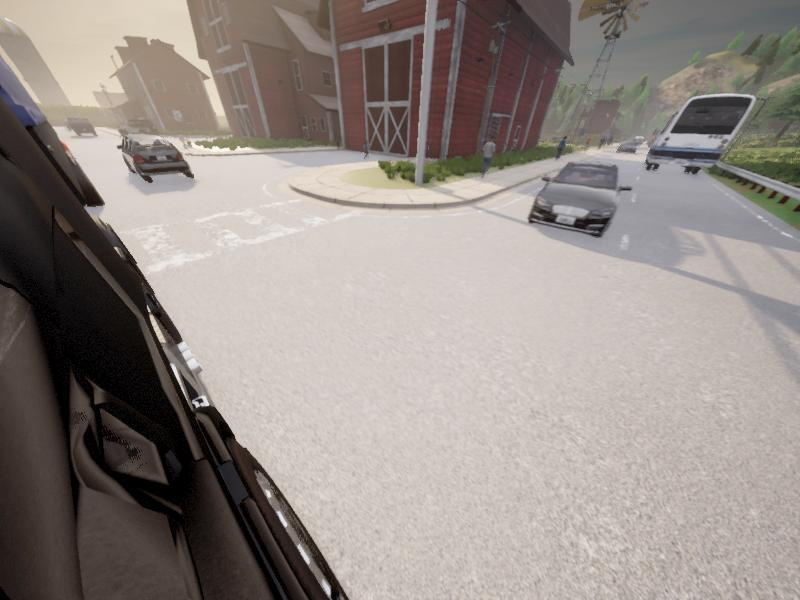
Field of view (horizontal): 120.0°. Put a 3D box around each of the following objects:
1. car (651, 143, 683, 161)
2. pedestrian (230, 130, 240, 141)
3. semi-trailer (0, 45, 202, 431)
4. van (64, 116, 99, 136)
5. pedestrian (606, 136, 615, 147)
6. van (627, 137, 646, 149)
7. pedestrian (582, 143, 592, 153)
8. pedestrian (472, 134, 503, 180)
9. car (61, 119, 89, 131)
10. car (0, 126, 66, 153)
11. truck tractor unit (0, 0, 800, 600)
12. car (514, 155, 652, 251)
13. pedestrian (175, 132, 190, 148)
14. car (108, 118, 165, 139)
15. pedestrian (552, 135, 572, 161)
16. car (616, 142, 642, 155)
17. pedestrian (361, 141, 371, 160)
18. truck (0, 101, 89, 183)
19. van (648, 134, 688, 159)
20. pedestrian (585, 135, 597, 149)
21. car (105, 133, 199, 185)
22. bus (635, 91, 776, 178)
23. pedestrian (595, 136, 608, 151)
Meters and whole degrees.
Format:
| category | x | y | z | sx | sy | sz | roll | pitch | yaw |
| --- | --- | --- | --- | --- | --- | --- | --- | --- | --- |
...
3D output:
| category | x | y | z | sx | sy | sz | roll | pitch | yaw |
| --- | --- | --- | --- | --- | --- | --- | --- | --- | --- |
| car | 31.199 | -17.370 | 27.101 | 1.845 | 1.501 | 3.633 | 29 | 44 | 31 |
| pedestrian | -20.425 | -20.409 | 28.639 | 0.500 | 1.100 | 0.500 | 26 | 43 | 29 |
| semi-trailer | -8.705 | -3.580 | 4.250 | 14.254 | 4.402 | 2.717 | 28 | 44 | 30 |
| van | -41.836 | -22.818 | 30.344 | 4.442 | 1.987 | 1.775 | 28 | 44 | 30 |
| pedestrian | 43.483 | -32.783 | 47.731 | 0.751 | 1.860 | 0.751 | 22 | 41 | 25 |
| van | 49.795 | -33.094 | 48.609 | 2.069 | 2.038 | 4.480 | 29 | 44 | 31 |
| pedestrian | 24.327 | -19.793 | 30.063 | 0.500 | 1.100 | 0.500 | 32 | 46 | 33 |
| pedestrian | 4.314 | -7.062 | 11.429 | 0.751 | 1.860 | 0.751 | -29 | 47 | -35 |
| car | -55.978 | -30.077 | 39.766 | 4.792 | 1.488 | 2.163 | 28 | 44 | 30 |
| car | -26.463 | -11.709 | 16.775 | 4.181 | 1.385 | 1.994 | 28 | 44 | 30 |
| truck tractor unit | -2.645 | -0.295 | 0.351 | 6.516 | 4.208 | 3.053 | 28 | 44 | 30 |
| car | 5.487 | -3.293 | 7.031 | 2.128 | 1.511 | 4.902 | 25 | 42 | 28 |
| pedestrian | -18.291 | -13.461 | 19.450 | 0.500 | 1.100 | 0.500 | -15 | 40 | -22 |
| car | -31.957 | -20.953 | 28.155 | 3.866 | 1.878 | 1.905 | -1 | 43 | -2 |
| pedestrian | 14.197 | -13.315 | 20.272 | 0.751 | 1.860 | 0.751 | 28 | 44 | 31 |
| car | 33.674 | -22.435 | 34.128 | 1.994 | 1.385 | 4.181 | 23 | 41 | 25 |
| pedestrian | -2.509 | -11.025 | 17.031 | 0.500 | 1.100 | 0.500 | 28 | 44 | 31 |
| truck | -16.513 | -6.908 | 9.933 | 5.204 | 2.467 | 2.627 | 28 | 44 | 30 |
| van | 35.347 | -20.474 | 30.704 | 2.351 | 2.431 | 6.366 | 29 | 44 | 31 |
| pedestrian | 32.629 | -26.997 | 39.464 | 0.751 | 1.860 | 0.751 | 20 | 41 | 23 |
| car | -10.939 | -6.354 | 10.207 | 3.705 | 1.549 | 1.789 | 28 | 44 | 30 |
| bus | 22.466 | -12.750 | 18.208 | 3.944 | 4.253 | 10.273 | 28 | 43 | 31 |
| pedestrian | 31.027 | -24.149 | 35.579 | 0.751 | 1.860 | 0.751 | 25 | 42 | 27 |
